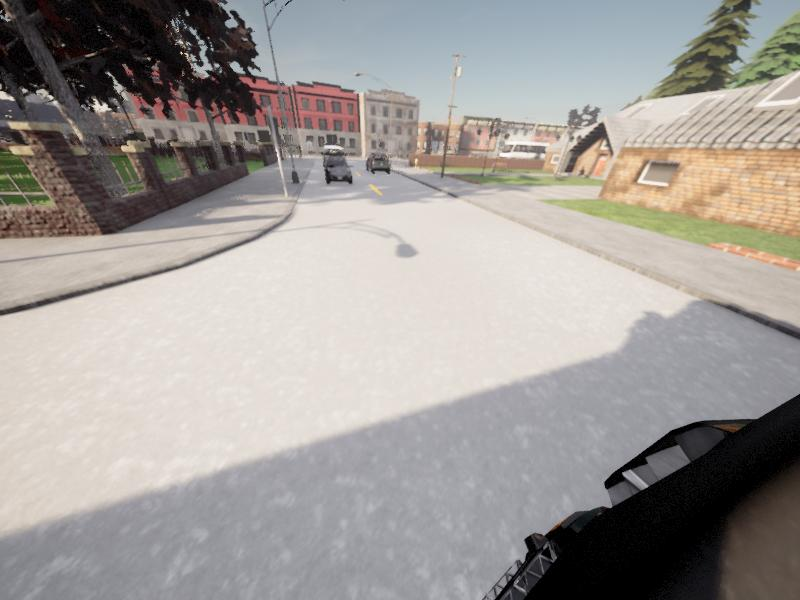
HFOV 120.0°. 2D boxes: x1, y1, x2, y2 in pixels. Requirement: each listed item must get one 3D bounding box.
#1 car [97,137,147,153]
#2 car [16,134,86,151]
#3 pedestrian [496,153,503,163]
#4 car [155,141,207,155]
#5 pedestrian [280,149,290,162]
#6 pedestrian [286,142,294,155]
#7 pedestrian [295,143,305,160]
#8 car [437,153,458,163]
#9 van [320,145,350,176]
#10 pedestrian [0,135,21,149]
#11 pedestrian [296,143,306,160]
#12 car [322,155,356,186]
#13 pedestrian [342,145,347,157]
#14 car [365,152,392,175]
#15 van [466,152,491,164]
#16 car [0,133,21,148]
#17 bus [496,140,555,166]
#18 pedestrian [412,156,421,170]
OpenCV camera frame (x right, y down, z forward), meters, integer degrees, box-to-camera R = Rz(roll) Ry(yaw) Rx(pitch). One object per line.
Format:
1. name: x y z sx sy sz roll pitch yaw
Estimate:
1. car: -37.703 -21.066 31.452 3.705 1.549 1.789 -7 35 -14
2. car: -44.637 -20.260 29.728 4.514 1.525 2.007 -6 35 -14
3. pedestrian: 24.021 -34.329 55.787 0.751 1.860 0.751 -6 34 -13
4. car: -31.212 -21.784 33.088 4.892 1.490 1.837 -7 35 -15
5. pedestrian: -13.405 -16.868 26.982 0.751 1.300 0.751 -6 35 -13
6. pedestrian: -20.632 -28.443 43.384 0.751 1.860 0.751 -2 34 -8
7. pedestrian: -13.827 -20.560 32.015 0.751 1.860 0.751 3 34 1
8. car: 9.615 -28.769 46.733 3.633 1.501 1.845 -7 35 -14
9. van: -5.742 -12.309 20.253 2.069 2.038 4.480 -6 35 -14
10. pedestrian: -43.773 -17.621 25.783 0.751 1.300 0.751 -6 35 -14
11. pedestrian: -13.976 -20.914 32.537 0.751 1.860 0.751 2 34 -2
12. car: -4.137 -8.728 15.435 1.845 1.501 3.633 -6 35 -14
13. pedestrian: -10.881 -29.042 45.039 0.751 1.860 0.751 -9 35 -17
14. car: -2.148 -13.095 22.108 1.851 1.617 3.988 -7 35 -14
15. van: 16.433 -29.741 48.310 4.442 1.987 1.775 -6 35 -14
16. car: -50.639 -19.551 28.242 3.806 1.475 1.970 -6 35 -14
17. bus: 27.122 -31.811 50.221 10.273 4.253 3.944 -6 35 -14
18. pedestrian: 1.880 -15.634 26.279 0.751 1.300 0.751 -2 34 -8
